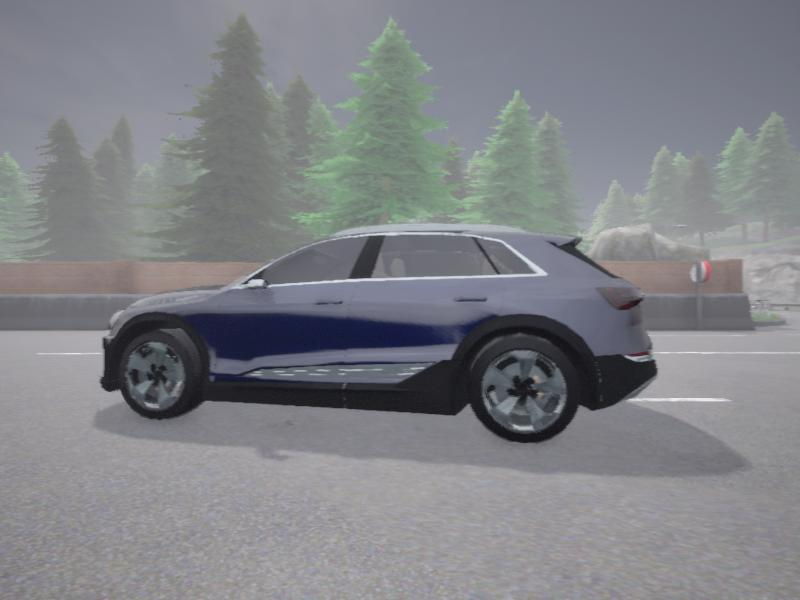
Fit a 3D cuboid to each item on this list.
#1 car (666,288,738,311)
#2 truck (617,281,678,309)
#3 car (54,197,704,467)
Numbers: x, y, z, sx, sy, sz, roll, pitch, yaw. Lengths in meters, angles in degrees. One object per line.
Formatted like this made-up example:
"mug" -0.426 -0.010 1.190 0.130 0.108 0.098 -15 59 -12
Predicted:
"car" 23.339 -0.042 31.190 2.033 1.649 4.856 0 0 1
"truck" 23.414 -0.463 38.200 2.627 2.467 5.204 0 0 1
"car" -0.338 0.180 3.907 4.856 1.649 2.033 0 0 11
